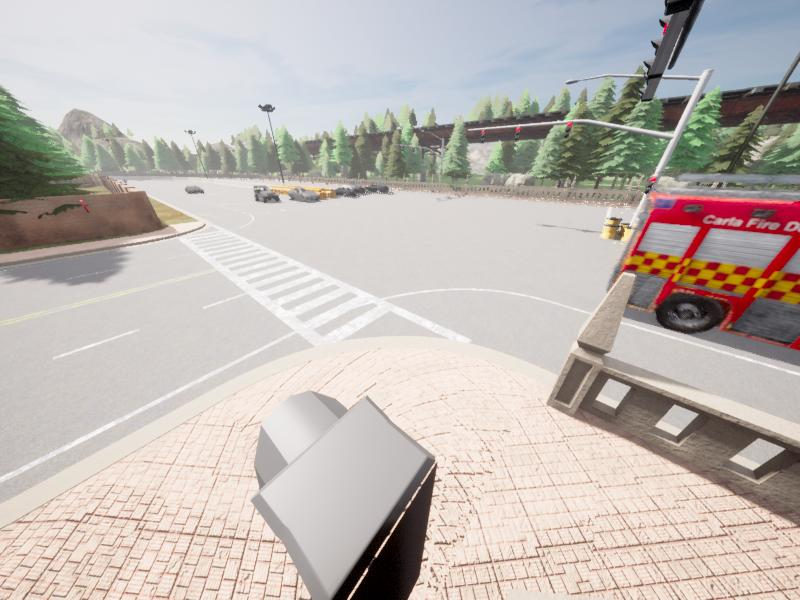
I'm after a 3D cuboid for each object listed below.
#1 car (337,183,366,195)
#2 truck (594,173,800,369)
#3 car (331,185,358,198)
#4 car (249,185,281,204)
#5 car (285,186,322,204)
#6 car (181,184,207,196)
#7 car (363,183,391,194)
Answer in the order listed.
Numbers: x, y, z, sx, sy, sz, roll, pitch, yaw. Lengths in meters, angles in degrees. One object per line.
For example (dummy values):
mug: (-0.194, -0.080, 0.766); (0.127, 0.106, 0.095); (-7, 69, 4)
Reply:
car: (-8.191, -18.860, 39.135); (4.974, 1.542, 2.038); (23, 37, 34)
truck: (10.402, -0.496, 5.041); (8.468, 3.827, 2.891); (23, 37, 34)
car: (-8.587, -16.701, 35.456); (3.806, 1.475, 1.970); (23, 37, 34)
car: (-17.521, -13.791, 30.001); (3.866, 1.878, 1.905); (23, 37, 34)
car: (-12.791, -13.967, 30.573); (5.027, 1.651, 2.152); (23, 37, 34)
car: (-34.376, -18.407, 38.518); (4.181, 1.385, 1.994); (23, 37, 34)
car: (-4.065, -19.388, 40.093); (4.892, 1.490, 1.837); (23, 37, 34)
